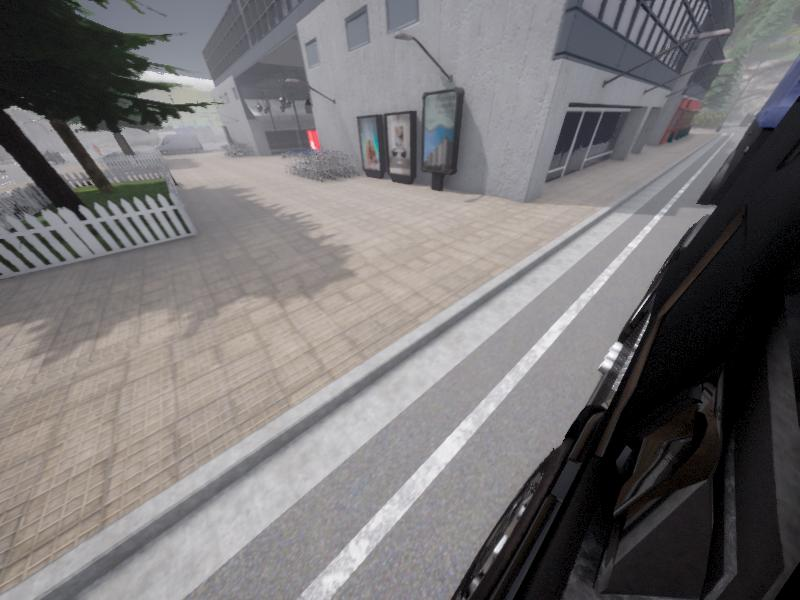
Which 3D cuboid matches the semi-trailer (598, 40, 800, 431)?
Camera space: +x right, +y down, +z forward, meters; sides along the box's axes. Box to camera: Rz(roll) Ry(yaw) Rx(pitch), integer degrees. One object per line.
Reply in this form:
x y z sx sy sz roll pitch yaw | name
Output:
8.702 -3.601 4.227 14.254 4.402 2.717 -28 44 -30 | semi-trailer

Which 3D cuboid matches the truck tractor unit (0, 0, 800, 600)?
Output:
2.645 -0.295 0.351 6.516 4.208 3.053 -28 44 -30 | truck tractor unit

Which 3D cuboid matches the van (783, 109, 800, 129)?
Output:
54.290 -23.403 29.798 2.069 2.038 4.480 -28 44 -31 | van

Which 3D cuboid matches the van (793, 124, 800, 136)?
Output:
41.995 -17.690 22.971 4.480 2.038 2.069 -28 44 -30 | van

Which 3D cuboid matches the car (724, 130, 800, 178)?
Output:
16.758 -6.674 10.378 4.181 1.385 1.994 -28 44 -30 | car
